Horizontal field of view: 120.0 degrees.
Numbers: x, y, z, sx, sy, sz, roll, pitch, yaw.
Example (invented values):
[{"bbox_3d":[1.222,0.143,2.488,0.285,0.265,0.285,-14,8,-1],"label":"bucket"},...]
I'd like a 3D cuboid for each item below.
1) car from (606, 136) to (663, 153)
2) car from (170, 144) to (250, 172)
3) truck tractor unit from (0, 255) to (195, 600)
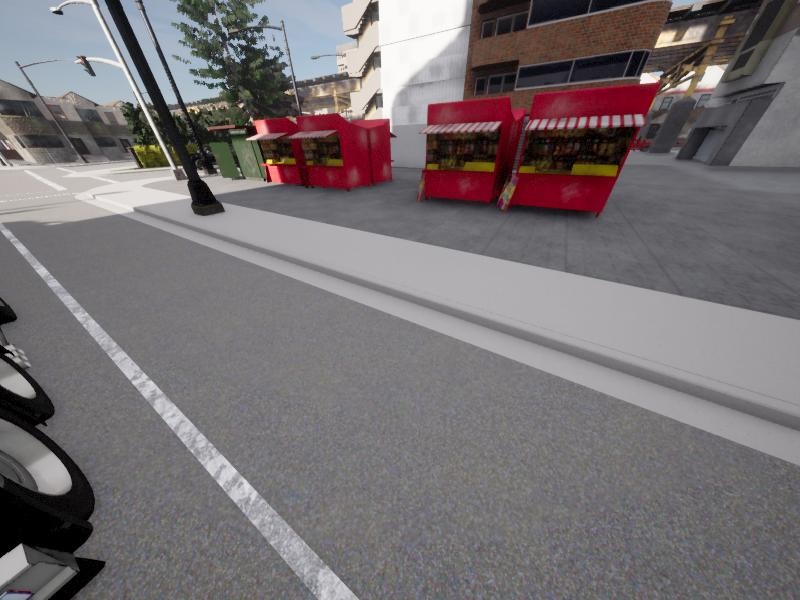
[{"bbox_3d":[35.818,-23.992,35.604,5.566,2.045,2.150,18,39,26],"label":"car"},{"bbox_3d":[-19.120,-14.653,23.662,2.150,2.045,5.566,18,39,26],"label":"car"},{"bbox_3d":[-5.097,-0.314,0.801,6.516,4.208,3.053,19,39,25],"label":"truck tractor unit"}]
